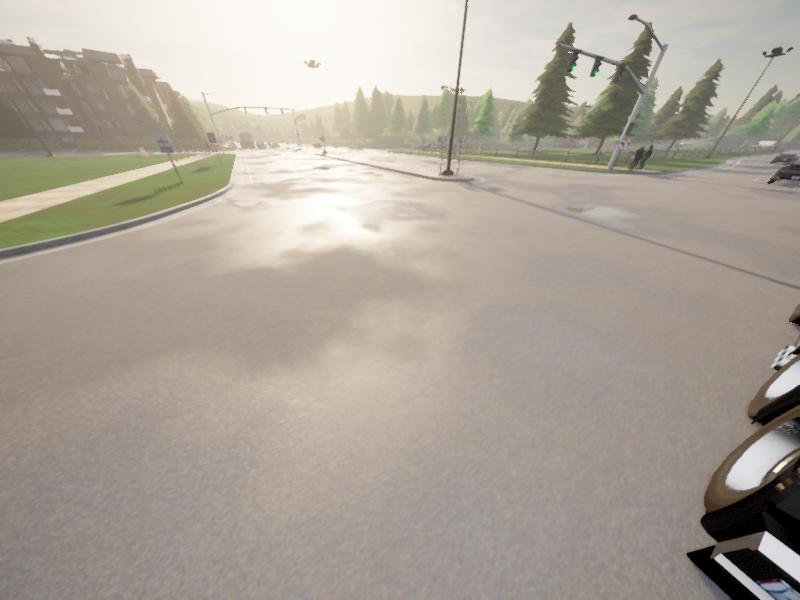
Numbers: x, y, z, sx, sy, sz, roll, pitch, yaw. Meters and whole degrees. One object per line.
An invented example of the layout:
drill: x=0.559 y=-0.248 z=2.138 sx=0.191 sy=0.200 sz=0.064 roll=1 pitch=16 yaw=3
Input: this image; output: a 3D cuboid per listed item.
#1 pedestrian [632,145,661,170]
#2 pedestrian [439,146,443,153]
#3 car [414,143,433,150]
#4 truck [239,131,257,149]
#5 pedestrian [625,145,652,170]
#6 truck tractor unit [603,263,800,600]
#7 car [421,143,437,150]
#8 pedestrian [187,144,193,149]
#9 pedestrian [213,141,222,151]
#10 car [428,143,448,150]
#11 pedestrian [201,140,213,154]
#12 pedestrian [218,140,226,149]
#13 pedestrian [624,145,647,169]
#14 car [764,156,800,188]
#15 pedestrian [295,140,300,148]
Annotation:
pedestrian: x=21.606 y=-12.511 z=20.297 sx=0.751 sy=1.860 sz=0.751 roll=3 pitch=35 yaw=3
pedestrian: x=7.759 y=-28.657 z=44.057 sx=0.500 sy=1.100 sz=0.500 roll=-15 pitch=38 yaw=-21
car: x=6.713 y=-44.586 z=67.068 sx=5.027 sy=1.651 sz=2.152 roll=-18 pitch=39 yaw=-24
truck: x=-42.611 y=-44.688 z=64.539 sx=2.891 sy=3.827 sz=8.468 roll=-18 pitch=39 yaw=-25
pedestrian: x=21.037 y=-12.602 z=20.422 sx=0.751 sy=1.860 sz=0.751 roll=12 pitch=36 yaw=16
truck tractor unit: x=5.108 y=-0.302 z=0.793 sx=6.516 sy=4.208 sz=3.053 roll=-18 pitch=39 yaw=-24
car: x=8.097 y=-42.810 z=64.359 sx=3.988 sy=1.617 sz=1.851 roll=-18 pitch=39 yaw=-24
pedestrian: x=-47.396 y=-34.671 z=52.156 sx=0.500 sy=1.100 sz=0.500 roll=-16 pitch=38 yaw=-22
pedestrian: x=-38.116 y=-32.142 z=48.212 sx=0.751 sy=1.860 sz=0.751 roll=-16 pitch=38 yaw=-23
car: x=10.177 y=-41.225 z=61.997 sx=4.856 sy=1.649 sz=2.033 roll=-18 pitch=39 yaw=-24
pedestrian: x=-30.501 y=-24.193 z=36.584 sx=0.751 sy=1.860 sz=0.751 roll=-16 pitch=38 yaw=-22
pedestrian: x=-42.989 y=-37.651 z=55.823 sx=0.751 sy=1.860 sz=0.751 roll=-24 pitch=41 yaw=-30
pedestrian: x=21.419 y=-13.005 z=21.006 sx=0.751 sy=1.860 sz=0.751 roll=26 pitch=42 yaw=32
car: x=26.509 y=-8.430 z=15.104 sx=4.892 sy=1.490 sz=1.837 roll=-18 pitch=39 yaw=-24
pedestrian: x=-29.854 y=-45.583 z=67.369 sx=0.751 sy=1.860 sz=0.751 roll=-22 pitch=40 yaw=-28
